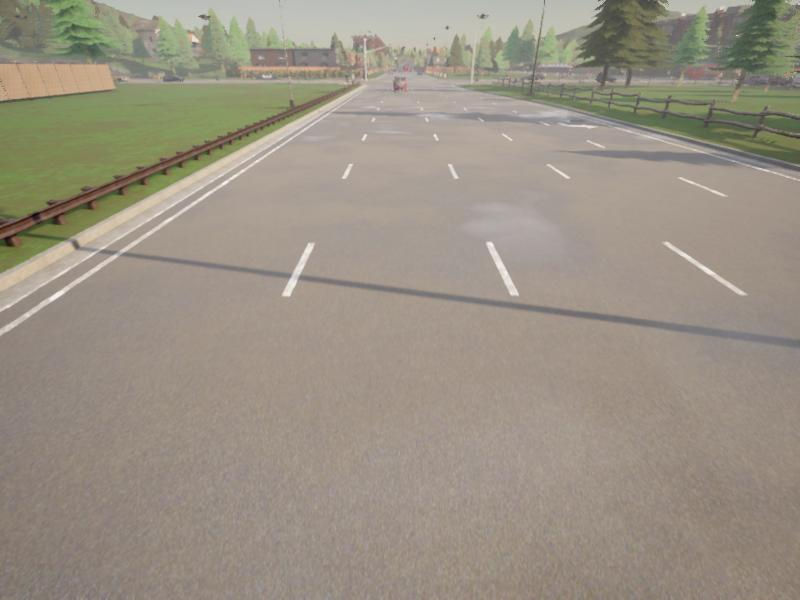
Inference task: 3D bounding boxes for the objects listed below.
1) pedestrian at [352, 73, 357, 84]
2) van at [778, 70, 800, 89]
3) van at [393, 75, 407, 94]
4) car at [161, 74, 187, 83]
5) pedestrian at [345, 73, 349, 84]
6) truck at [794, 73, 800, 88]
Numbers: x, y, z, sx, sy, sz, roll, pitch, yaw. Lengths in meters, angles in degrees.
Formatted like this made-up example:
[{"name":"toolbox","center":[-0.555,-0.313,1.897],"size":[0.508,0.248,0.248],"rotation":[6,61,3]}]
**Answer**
[{"name":"pedestrian","center":[-8.744,-42.227,76.243],"size":[0.751,1.860,0.751],"rotation":[1,30,2]},{"name":"van","center":[61.263,-33.191,60.278],"size":[2.351,2.431,6.366],"rotation":[0,30,0]},{"name":"van","center":[0.025,-27.997,51.842],"size":[1.775,1.987,4.442],"rotation":[0,30,0]},{"name":"car","center":[-47.386,-46.483,83.909],"size":[4.193,1.474,1.816],"rotation":[0,30,1]},{"name":"pedestrian","center":[-10.087,-42.119,76.041],"size":[0.751,1.860,0.751],"rotation":[-3,31,-6]},{"name":"truck","center":[64.765,-33.686,59.743],"size":[2.891,3.827,8.468],"rotation":[0,30,0]}]
